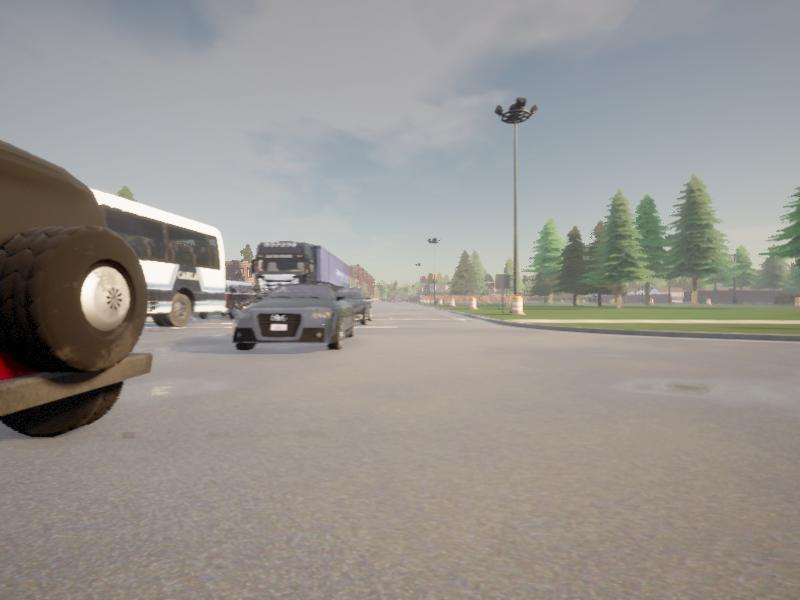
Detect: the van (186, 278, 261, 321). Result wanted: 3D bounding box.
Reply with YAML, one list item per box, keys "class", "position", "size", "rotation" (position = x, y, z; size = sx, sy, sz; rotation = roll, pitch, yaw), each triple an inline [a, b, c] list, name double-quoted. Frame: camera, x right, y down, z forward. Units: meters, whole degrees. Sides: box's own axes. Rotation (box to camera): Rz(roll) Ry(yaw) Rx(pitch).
- class: "van"
  position: [-9.315, -0.027, 21.594]
  size: [2.069, 2.038, 4.480]
  rotation: [0, 0, -1]

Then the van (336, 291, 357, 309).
- class: "van"
  position: [-6.078, 0.000, 45.930]
  size: [1.775, 1.987, 4.442]
  rotation: [0, 0, -1]

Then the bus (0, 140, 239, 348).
- class: "bus"
  position: [-9.608, -1.130, 12.643]
  size: [3.944, 4.253, 10.273]
  rotation: [0, 0, 7]

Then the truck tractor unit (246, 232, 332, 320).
- class: "truck tractor unit"
  position: [-5.827, -1.114, 22.273]
  size: [3.053, 4.208, 6.516]
  rotation: [0, 0, -1]

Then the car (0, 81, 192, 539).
- class: "car"
  position: [-3.575, 0.046, 2.200]
  size: [3.866, 1.878, 1.905]
  rotation: [0, 0, 0]

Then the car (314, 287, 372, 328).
- class: "car"
  position: [-2.266, 0.242, 17.124]
  size: [1.837, 1.490, 4.892]
  rotation: [0, 1, -1]

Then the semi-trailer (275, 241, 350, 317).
- class: "semi-trailer"
  position: [-5.911, -1.216, 30.184]
  size: [2.717, 4.402, 14.254]
  rotation: [0, 0, -1]

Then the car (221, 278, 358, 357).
- class: "car"
  position: [-2.179, 0.309, 9.153]
  size: [1.994, 1.385, 4.181]
  rotation: [0, 0, 0]
